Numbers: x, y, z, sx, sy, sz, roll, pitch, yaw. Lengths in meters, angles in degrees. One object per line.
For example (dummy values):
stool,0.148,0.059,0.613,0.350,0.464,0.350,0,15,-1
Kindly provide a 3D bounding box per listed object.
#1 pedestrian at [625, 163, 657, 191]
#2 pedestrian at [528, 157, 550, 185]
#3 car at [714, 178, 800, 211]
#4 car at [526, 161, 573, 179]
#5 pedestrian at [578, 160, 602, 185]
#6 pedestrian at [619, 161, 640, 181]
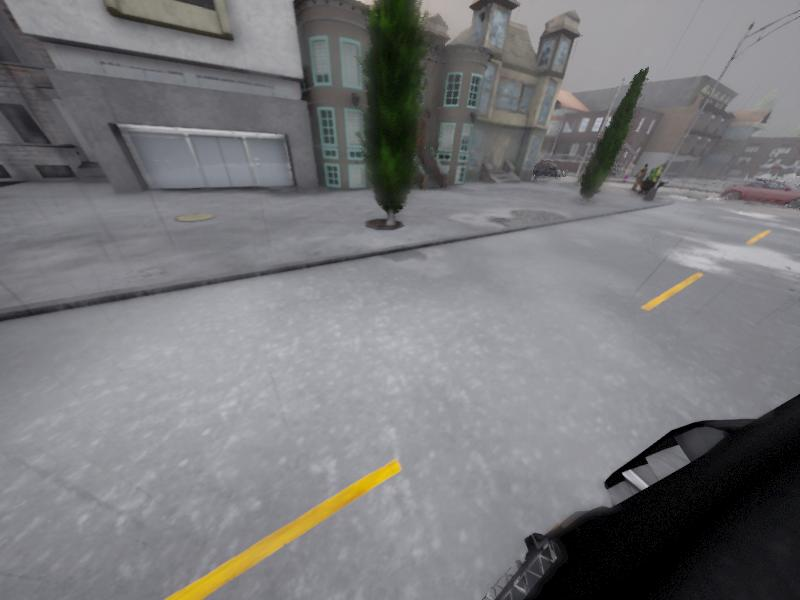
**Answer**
pedestrian,18.796,-9.613,18.048,0.751,1.860,0.751,-5,34,-12
pedestrian,11.233,-10.420,18.685,0.751,1.860,0.751,-21,40,-31
car,24.687,-7.044,15.316,1.994,1.385,4.181,-15,38,-26
car,16.981,-14.867,26.405,1.970,1.475,3.806,-16,38,-26
pedestrian,16.842,-11.382,20.560,0.751,1.860,0.751,8,34,8
pedestrian,25.305,-14.216,25.505,0.751,1.860,0.751,15,35,18
